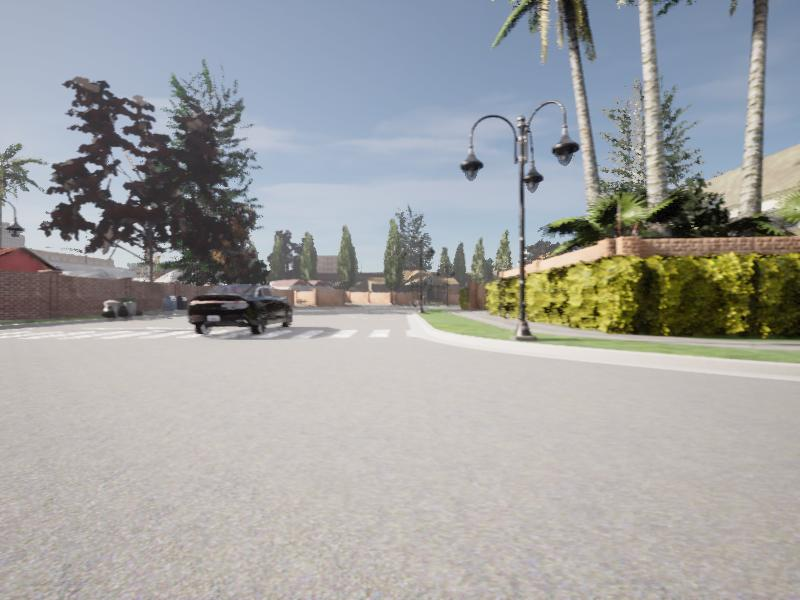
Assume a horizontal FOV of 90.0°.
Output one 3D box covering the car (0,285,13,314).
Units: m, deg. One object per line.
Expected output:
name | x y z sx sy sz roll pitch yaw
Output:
car | -26.488 -0.010 24.107 1.932 1.855 4.605 0 0 0

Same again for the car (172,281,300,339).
car | -4.906 0.261 12.950 2.128 1.511 4.902 0 0 0

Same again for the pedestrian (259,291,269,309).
pedestrian | -14.397 -0.017 42.291 0.751 1.860 0.751 0 0 13
